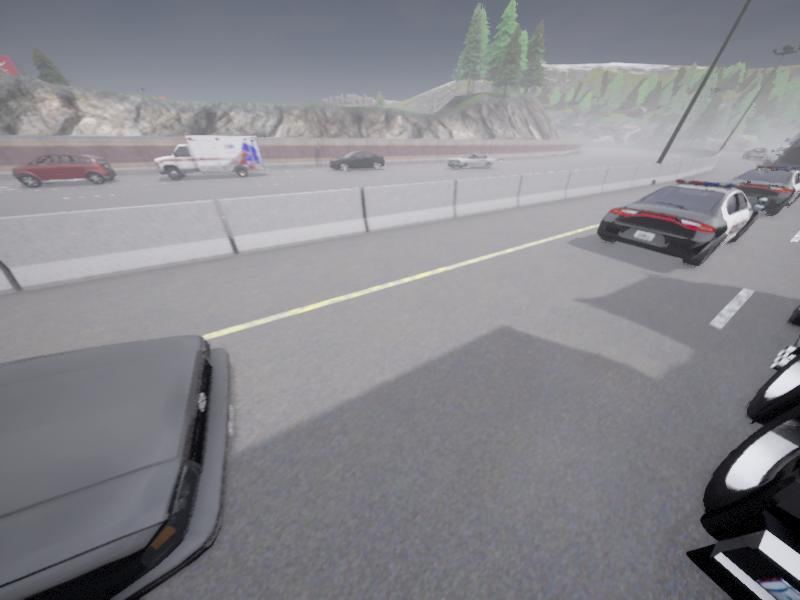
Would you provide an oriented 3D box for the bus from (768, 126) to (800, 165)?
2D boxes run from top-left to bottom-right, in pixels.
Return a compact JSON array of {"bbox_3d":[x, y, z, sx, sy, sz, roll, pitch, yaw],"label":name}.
[{"bbox_3d":[56.262,-21.072,31.302,3.944,4.253,10.273,30,45,35],"label":"bus"}]

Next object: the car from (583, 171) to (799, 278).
[{"bbox_3d":[7.575,-2.282,6.056,4.974,1.542,2.038,-18,39,-24],"label":"car"}]

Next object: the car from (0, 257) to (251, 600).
[{"bbox_3d":[-3.772,1.443,0.684,5.357,1.411,2.033,-18,39,-24],"label":"car"}]

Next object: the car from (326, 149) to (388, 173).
[{"bbox_3d":[-3.736,-12.451,20.572,5.008,1.535,1.882,-18,39,-24],"label":"car"}]

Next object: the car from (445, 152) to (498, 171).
[{"bbox_3d":[6.895,-13.431,22.315,4.718,1.301,1.895,-18,39,-24],"label":"car"}]

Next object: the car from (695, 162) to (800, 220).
[{"bbox_3d":[15.263,-4.765,9.724,4.974,1.542,2.038,-18,39,-24],"label":"car"}]

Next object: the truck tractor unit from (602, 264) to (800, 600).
[{"bbox_3d":[5.115,-0.292,0.794,6.516,4.208,3.053,-18,39,-24],"label":"truck tractor unit"}]

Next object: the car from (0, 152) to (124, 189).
[{"bbox_3d":[-19.146,-7.474,13.215,3.705,1.549,1.789,-18,39,-24],"label":"car"}]

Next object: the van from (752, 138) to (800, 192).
[{"bbox_3d":[25.129,-8.512,14.349,5.915,2.561,1.988,-20,40,-26],"label":"van"}]

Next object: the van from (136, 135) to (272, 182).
[{"bbox_3d":[-12.826,-9.875,15.979,6.366,2.431,2.351,-18,39,-24],"label":"van"}]

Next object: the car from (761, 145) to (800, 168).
[{"bbox_3d":[45.651,-17.075,27.348,5.566,2.045,2.150,-26,43,-33],"label":"car"}]
